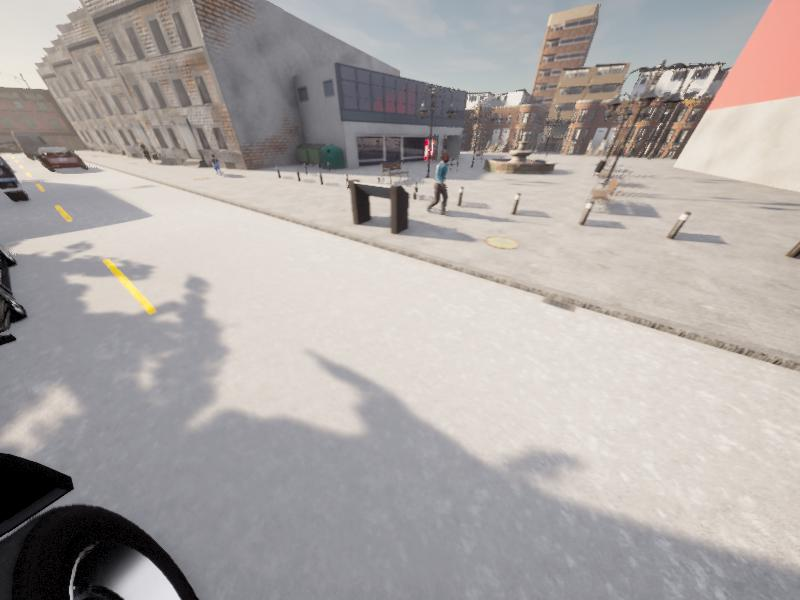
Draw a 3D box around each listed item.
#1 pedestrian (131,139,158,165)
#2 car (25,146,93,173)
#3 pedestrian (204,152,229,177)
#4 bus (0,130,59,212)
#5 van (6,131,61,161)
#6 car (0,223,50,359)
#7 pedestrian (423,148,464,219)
[{"bbox_3d":[-22.649,-13.158,20.513,0.751,1.860,0.751,19,39,25],"label":"pedestrian"},{"bbox_3d":[-26.603,-11.039,18.023,4.792,1.488,2.163,22,41,28],"label":"car"},{"bbox_3d":[-11.662,-8.617,14.664,0.751,1.300,0.751,-26,43,-32],"label":"pedestrian"},{"bbox_3d":[-18.784,-6.286,8.956,10.273,4.253,3.944,22,41,28],"label":"bus"},{"bbox_3d":[-40.973,-17.290,25.831,5.915,2.561,1.988,22,41,28],"label":"van"},{"bbox_3d":[-7.486,-0.452,3.268,5.357,1.411,2.033,22,41,28],"label":"car"},{"bbox_3d":[1.307,-3.618,7.213,0.751,1.860,0.751,-28,44,-34],"label":"pedestrian"}]
